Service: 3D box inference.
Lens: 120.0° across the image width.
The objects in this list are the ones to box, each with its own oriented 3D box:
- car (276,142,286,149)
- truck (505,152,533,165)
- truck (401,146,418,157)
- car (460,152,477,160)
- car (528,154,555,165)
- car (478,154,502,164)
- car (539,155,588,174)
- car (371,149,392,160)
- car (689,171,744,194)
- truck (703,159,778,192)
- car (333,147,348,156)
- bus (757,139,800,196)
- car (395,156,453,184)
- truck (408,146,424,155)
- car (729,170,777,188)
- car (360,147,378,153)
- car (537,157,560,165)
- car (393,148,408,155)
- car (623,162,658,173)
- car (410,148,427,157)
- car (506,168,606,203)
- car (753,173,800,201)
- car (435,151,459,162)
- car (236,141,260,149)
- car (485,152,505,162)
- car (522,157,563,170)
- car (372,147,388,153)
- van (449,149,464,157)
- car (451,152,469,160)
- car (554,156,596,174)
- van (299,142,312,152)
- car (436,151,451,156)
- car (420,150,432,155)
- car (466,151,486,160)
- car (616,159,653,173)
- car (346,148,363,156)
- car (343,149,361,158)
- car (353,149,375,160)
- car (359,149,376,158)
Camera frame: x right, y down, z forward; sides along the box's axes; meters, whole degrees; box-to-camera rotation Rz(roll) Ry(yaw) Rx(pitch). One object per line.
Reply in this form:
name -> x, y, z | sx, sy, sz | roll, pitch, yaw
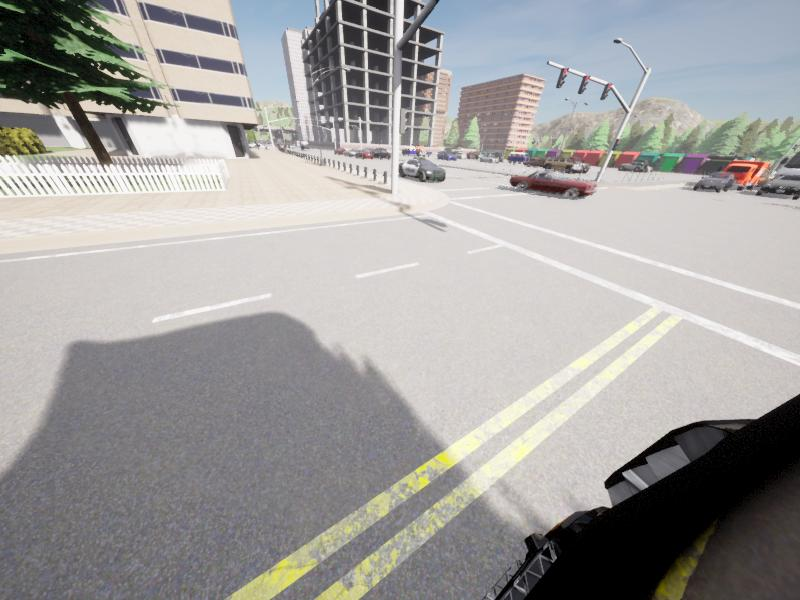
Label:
car -> -39.398, -51.249, 76.575 | 2.033, 1.649, 4.856 | -16, 38, -26
truck -> 25.345, -30.368, 49.443 | 2.069, 2.038, 4.478 | -16, 38, -26
truck -> 2.252, -37.516, 58.433 | 2.069, 2.038, 4.478 | -16, 38, -26
car -> 17.807, -37.602, 60.306 | 1.784, 1.438, 3.905 | -16, 38, -26
car -> 32.428, -32.335, 53.117 | 1.932, 1.855, 4.605 | -16, 38, -26
car -> 17.831, -27.941, 45.823 | 1.970, 1.475, 3.806 | -16, 38, -26
car -> 21.671, -18.110, 30.882 | 1.932, 1.855, 4.605 | -16, 38, -26
car -> -3.570, -27.319, 43.399 | 1.882, 1.535, 5.008 | -16, 38, -26
car -> 28.131, -10.520, 20.549 | 3.633, 1.501, 1.845 | -15, 38, -25
truck -> 34.087, -12.528, 23.177 | 5.204, 2.467, 2.627 | -15, 38, -25
car -> -13.198, -32.942, 51.210 | 1.812, 1.442, 4.674 | -16, 38, -26
bus -> 41.142, -12.855, 22.595 | 10.273, 4.253, 3.944 | -15, 38, -25
car -> 1.727, -10.477, 18.460 | 2.038, 1.542, 4.974 | -15, 38, -25
truck -> 5.761, -55.175, 85.096 | 5.204, 2.467, 2.627 | -16, 38, -26
car -> 40.607, -13.893, 26.541 | 5.366, 1.575, 1.801 | -15, 37, -25
car -> -10.339, -50.128, 77.149 | 5.357, 1.411, 2.033 | -16, 38, -26
car -> 34.959, -32.839, 54.450 | 1.784, 1.438, 3.905 | -16, 38, -26
car -> 0.123, -50.919, 79.106 | 4.611, 1.667, 2.242 | -16, 38, -26
car -> 43.680, -24.133, 42.071 | 1.970, 1.475, 3.806 | -16, 38, -26
car -> 4.720, -38.183, 59.797 | 1.932, 1.855, 4.605 | -16, 38, -26
car -> 9.497, -7.310, 14.502 | 1.895, 1.301, 4.718 | -24, 42, -34
car -> 32.372, -9.513, 19.274 | 5.027, 1.651, 2.152 | -16, 38, -26
car -> 9.754, -29.820, 47.902 | 2.242, 1.667, 4.611 | -16, 38, -26
car -> -40.357, -41.302, 61.480 | 4.974, 1.542, 2.038 | -16, 38, -26
car -> 22.154, -33.457, 54.024 | 1.905, 1.878, 3.866 | -16, 38, -26
car -> 23.336, -22.466, 37.993 | 2.033, 1.415, 5.357 | -16, 38, -26
car -> -6.629, -49.066, 75.589 | 4.892, 1.490, 1.837 | -16, 38, -26
van -> 20.102, -52.404, 82.421 | 4.480, 2.038, 2.069 | -16, 38, -26
car -> 15.298, -36.865, 59.062 | 1.970, 1.475, 3.806 | -16, 38, -26
car -> 24.204, -18.791, 32.106 | 1.905, 1.878, 3.866 | -16, 38, -26
van -> -25.706, -41.727, 62.941 | 2.069, 2.038, 4.480 | -16, 38, -26
car -> 15.900, -53.192, 83.820 | 4.902, 1.511, 2.128 | -16, 38, -26
car -> 9.420, -53.544, 83.900 | 3.806, 1.475, 1.970 | -16, 38, -26
car -> 20.114, -38.461, 61.394 | 1.932, 1.855, 4.605 | -16, 38, -26
car -> 41.178, -23.627, 40.685 | 1.905, 1.878, 3.866 | -16, 38, -26
car -> -10.462, -34.078, 53.176 | 2.033, 1.411, 5.357 | -16, 38, -26
car -> -9.701, -29.422, 46.314 | 1.895, 1.301, 4.718 | -16, 38, -26
car -> -6.504, -26.337, 41.748 | 2.163, 1.488, 4.792 | -16, 38, -26
car -> -6.825, -30.493, 48.013 | 1.812, 1.442, 4.674 | -16, 38, -26
